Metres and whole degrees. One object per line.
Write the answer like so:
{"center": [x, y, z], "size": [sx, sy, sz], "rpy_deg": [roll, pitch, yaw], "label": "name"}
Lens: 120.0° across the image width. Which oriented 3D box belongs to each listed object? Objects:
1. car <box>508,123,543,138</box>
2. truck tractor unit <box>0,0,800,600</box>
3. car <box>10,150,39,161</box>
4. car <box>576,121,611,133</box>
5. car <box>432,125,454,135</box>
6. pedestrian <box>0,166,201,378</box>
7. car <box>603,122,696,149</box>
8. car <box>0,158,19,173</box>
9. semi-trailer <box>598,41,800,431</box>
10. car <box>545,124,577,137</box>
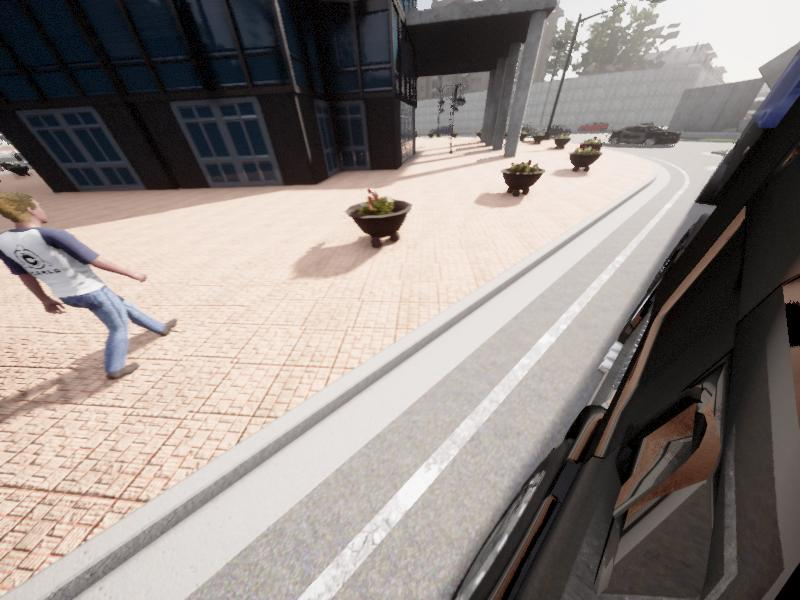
{"center": [20.083, -27.259, 37.151], "size": [1.932, 1.855, 4.605], "rpy_deg": [-15, 39, -18], "label": "car"}
{"center": [2.645, -0.295, 0.351], "size": [6.516, 4.208, 3.053], "rpy_deg": [-28, 44, -30], "label": "truck tractor unit"}
{"center": [-83.053, -32.088, 51.196], "size": [2.038, 1.542, 4.974], "rpy_deg": [-29, 45, -30], "label": "car"}
{"center": [35.627, -31.967, 42.722], "size": [4.514, 1.525, 2.007], "rpy_deg": [12, 39, 19], "label": "car"}
{"center": [11.348, -45.307, 61.653], "size": [2.150, 2.045, 5.566], "rpy_deg": [-27, 43, -29], "label": "car"}
{"center": [-3.051, -0.147, 2.212], "size": [0.751, 1.860, 0.751], "rpy_deg": [-2, 37, 0], "label": "pedestrian"}
{"center": [21.274, -14.435, 20.168], "size": [1.930, 1.638, 5.238], "rpy_deg": [-9, 37, -8], "label": "car"}
{"center": [-61.292, -20.285, 34.990], "size": [2.152, 1.651, 5.027], "rpy_deg": [-29, 44, -30], "label": "car"}
{"center": [8.681, -3.620, 4.240], "size": [14.254, 4.402, 2.717], "rpy_deg": [-28, 44, -30], "label": "semi-trailer"}
{"center": [24.271, -25.621, 34.990], "size": [1.845, 1.501, 3.633], "rpy_deg": [-9, 37, -8], "label": "car"}
